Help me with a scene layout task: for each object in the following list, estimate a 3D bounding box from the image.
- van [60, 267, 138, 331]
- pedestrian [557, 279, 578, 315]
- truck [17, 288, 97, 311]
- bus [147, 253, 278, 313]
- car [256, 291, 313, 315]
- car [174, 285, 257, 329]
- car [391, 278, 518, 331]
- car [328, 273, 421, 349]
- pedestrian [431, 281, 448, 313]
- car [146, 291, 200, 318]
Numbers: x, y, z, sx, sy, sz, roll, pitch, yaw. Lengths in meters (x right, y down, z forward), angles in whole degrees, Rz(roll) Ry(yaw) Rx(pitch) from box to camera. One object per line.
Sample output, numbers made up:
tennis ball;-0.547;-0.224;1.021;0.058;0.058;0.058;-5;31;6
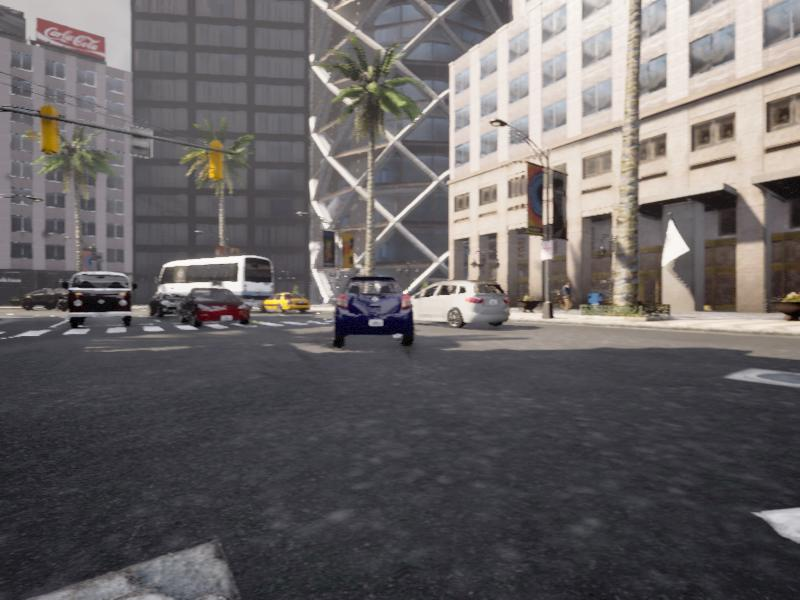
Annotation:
van;-11.245;-0.030;15.127;2.069;2.038;4.480;0;0;-35
pedestrian;8.786;-0.158;21.022;0.751;1.860;0.751;0;0;-35
truck;-32.699;-0.059;38.213;6.274;2.098;2.390;0;0;11
bus;-15.113;-1.159;32.142;10.273;4.253;3.944;0;0;26
car;-8.367;0.175;28.679;1.801;1.575;5.366;0;0;-42
car;-7.674;0.240;16.341;2.163;1.488;4.792;0;0;-36
car;1.862;0.133;15.149;2.242;1.667;4.611;0;0;-35
car;-0.757;0.215;9.759;1.845;1.501;3.633;0;0;-8
pedestrian;2.338;-0.151;23.602;0.751;1.860;0.751;0;0;-24
car;-13.467;0.242;23.616;1.970;1.475;3.806;0;0;-42
